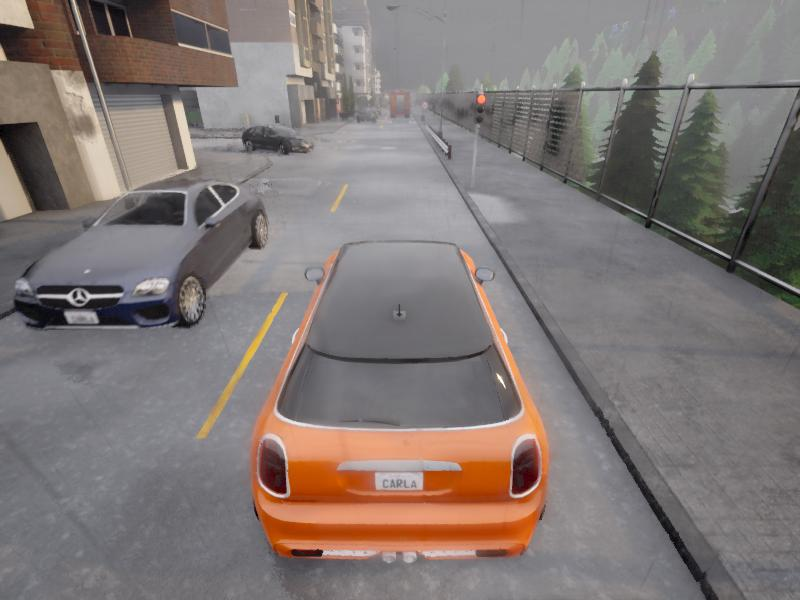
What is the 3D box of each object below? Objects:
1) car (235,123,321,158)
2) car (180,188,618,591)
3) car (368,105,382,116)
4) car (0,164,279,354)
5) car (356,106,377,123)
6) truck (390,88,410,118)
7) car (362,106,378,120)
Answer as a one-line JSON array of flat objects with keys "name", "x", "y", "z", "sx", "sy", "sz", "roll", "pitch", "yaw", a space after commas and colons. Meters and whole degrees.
[{"name": "car", "x": -6.983, "y": -9.181, "z": 22.845, "sx": 4.892, "sy": 1.490, "sz": 1.837, "roll": 18, "pitch": 31, "yaw": 31}, {"name": "car", "x": -0.002, "y": 0.155, "z": 4.347, "sx": 2.097, "sy": 1.767, "sz": 4.553, "roll": 0, "pitch": 27, "yaw": 0}, {"name": "car", "x": -3.996, "y": -30.367, "z": 64.092, "sx": 1.970, "sy": 1.475, "sz": 3.806, "roll": 0, "pitch": 27, "yaw": 0}, {"name": "car", "x": -4.018, "y": -1.177, "z": 7.127, "sx": 2.152, "sy": 1.651, "sz": 5.027, "roll": 0, "pitch": 27, "yaw": 0}, {"name": "car", "x": -3.995, "y": -22.518, "z": 48.471, "sx": 2.097, "sy": 1.767, "sz": 4.553, "roll": 0, "pitch": 27, "yaw": 0}, {"name": "truck", "x": 0.009, "y": -29.897, "z": 60.610, "sx": 2.891, "sy": 3.827, "sz": 8.468, "roll": 0, "pitch": 27, "yaw": 0}, {"name": "car", "x": -3.997, "y": -25.676, "z": 54.850, "sx": 1.801, "sy": 1.575, "sz": 5.366, "roll": 0, "pitch": 27, "yaw": 0}]
